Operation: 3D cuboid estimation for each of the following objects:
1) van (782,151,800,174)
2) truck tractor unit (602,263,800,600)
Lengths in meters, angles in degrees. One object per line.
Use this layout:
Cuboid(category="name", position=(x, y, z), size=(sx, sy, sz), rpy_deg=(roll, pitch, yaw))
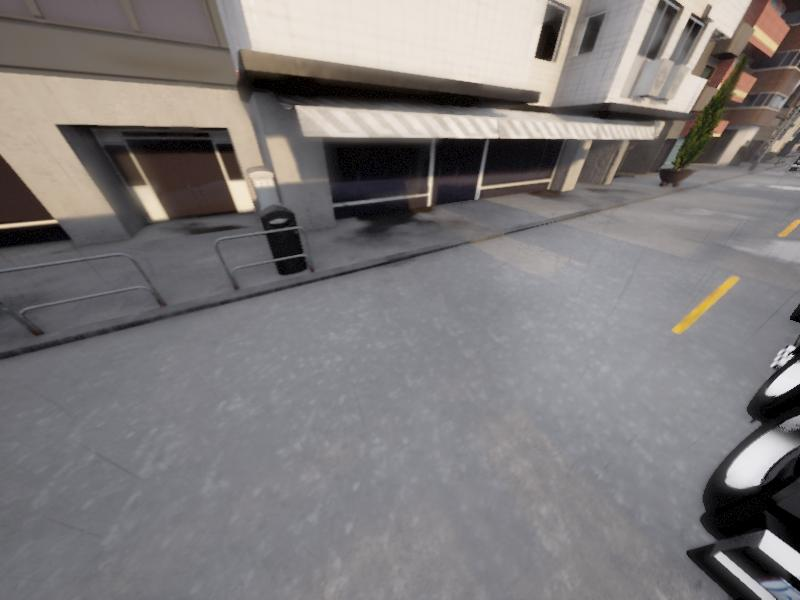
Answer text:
Cuboid(category="van", position=(35.866, -12.104, 19.828), size=(4.480, 2.038, 2.069), rpy_deg=(-18, 39, -24))
Cuboid(category="truck tractor unit", position=(5.116, -0.294, 0.793), size=(6.516, 4.208, 3.053), rpy_deg=(-18, 39, -24))
